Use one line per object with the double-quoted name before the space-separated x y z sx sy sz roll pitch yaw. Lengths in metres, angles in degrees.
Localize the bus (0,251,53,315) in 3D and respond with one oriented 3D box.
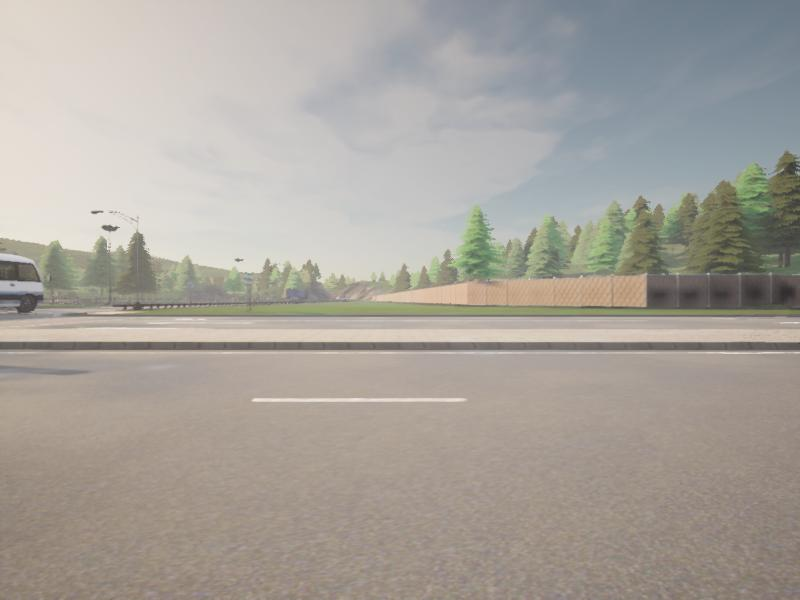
"bus" -28.524 -1.141 25.462 3.944 4.253 10.273 0 0 0
